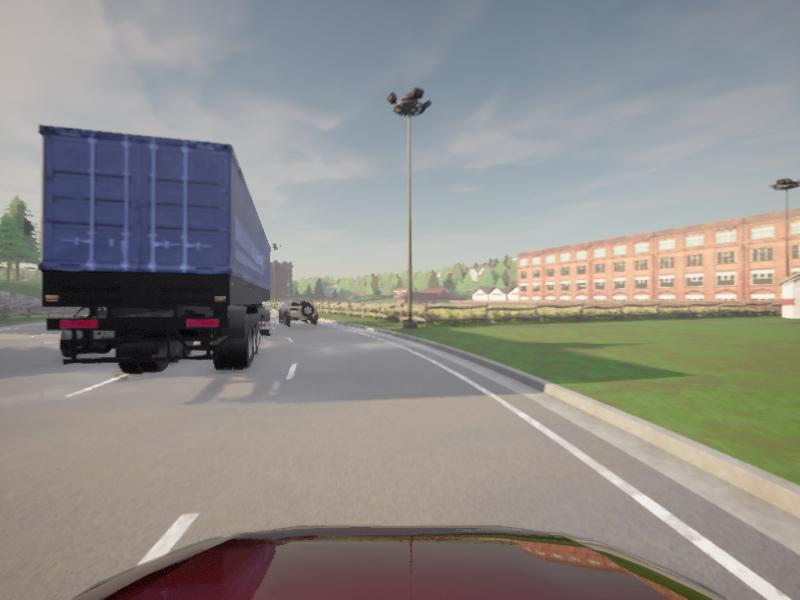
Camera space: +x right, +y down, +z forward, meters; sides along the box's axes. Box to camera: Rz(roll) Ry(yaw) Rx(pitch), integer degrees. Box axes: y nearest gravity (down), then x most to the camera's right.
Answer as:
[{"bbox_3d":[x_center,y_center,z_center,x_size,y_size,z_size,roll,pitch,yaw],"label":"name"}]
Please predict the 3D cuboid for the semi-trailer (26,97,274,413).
[{"bbox_3d":[-5.762,-0.597,12.800,2.717,4.402,14.254,0,0,-15],"label":"semi-trailer"}]

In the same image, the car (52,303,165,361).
[{"bbox_3d":[-8.833,0.860,12.516,1.845,1.501,3.633,1,0,-19],"label":"car"}]

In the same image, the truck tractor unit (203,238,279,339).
[{"bbox_3d":[-8.101,-0.480,20.348,3.053,4.208,6.516,0,0,-23],"label":"truck tractor unit"}]

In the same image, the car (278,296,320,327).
[{"bbox_3d":[-6.669,0.693,25.992,1.932,1.855,4.605,0,0,-24],"label":"car"}]
